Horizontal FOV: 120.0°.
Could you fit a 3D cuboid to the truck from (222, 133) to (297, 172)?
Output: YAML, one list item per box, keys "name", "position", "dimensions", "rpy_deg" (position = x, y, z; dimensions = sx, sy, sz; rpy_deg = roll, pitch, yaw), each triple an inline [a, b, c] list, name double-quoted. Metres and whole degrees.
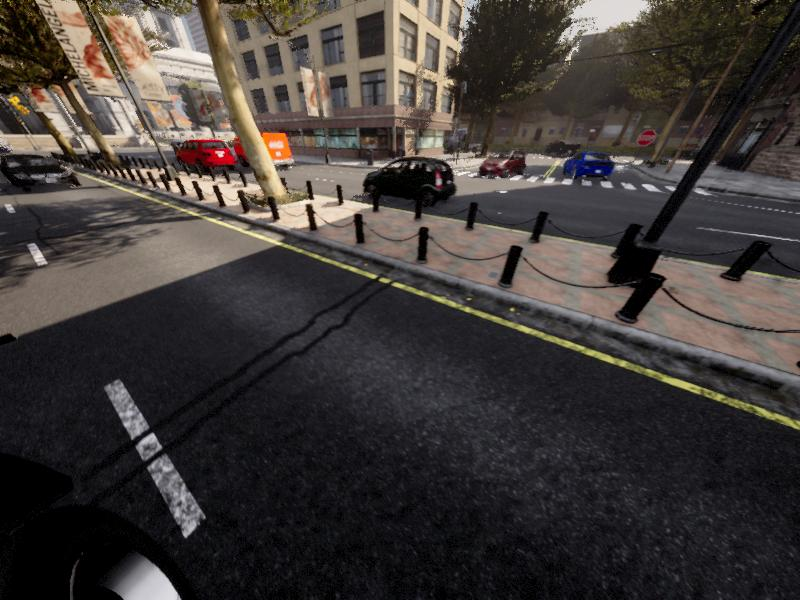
- name: "truck"
  position: [-11.701, -12.467, 19.345]
  dimensions: [5.204, 2.467, 2.627]
  rpy_deg: [21, 40, 27]

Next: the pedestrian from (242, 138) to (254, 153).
- name: "pedestrian"
  position: [-23.219, -23.555, 35.193]
  dimensions: [0.751, 1.860, 0.751]
  rpy_deg: [23, 41, 29]

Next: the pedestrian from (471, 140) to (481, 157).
- name: "pedestrian"
  position: [9.883, -19.709, 30.046]
  dimensions: [0.751, 1.860, 0.751]
  rpy_deg: [24, 42, 30]

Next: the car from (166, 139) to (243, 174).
- name: "car"
  position: [-15.166, -11.210, 17.897]
  dimensions: [5.566, 2.045, 2.150]
  rpy_deg: [21, 40, 27]

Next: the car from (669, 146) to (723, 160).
- name: "car"
  position: [40.935, -20.480, 32.163]
  dimensions: [4.181, 1.385, 1.994]
  rpy_deg: [22, 41, 28]

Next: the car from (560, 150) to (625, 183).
- name: "car"
  position: [12.928, -9.348, 15.960]
  dimensions: [1.882, 1.535, 5.008]
  rpy_deg: [11, 37, 15]

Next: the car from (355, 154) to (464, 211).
- name: "car"
  position: [0.322, -5.106, 9.764]
  dimensions: [3.988, 1.617, 1.851]
  rpy_deg: [21, 40, 26]

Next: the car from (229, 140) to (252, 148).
- name: "car"
  position: [-38.419, -37.590, 55.572]
  dimensions: [1.970, 1.475, 3.806]
  rpy_deg: [21, 40, 27]

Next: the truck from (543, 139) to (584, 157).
- name: "truck"
  position: [24.795, -23.326, 35.414]
  dimensions: [2.390, 2.098, 6.274]
  rpy_deg: [5, 35, 5]

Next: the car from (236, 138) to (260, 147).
- name: "car"
  position: [-35.386, -36.833, 53.957]
  dimensions: [1.851, 1.617, 3.988]
  rpy_deg: [21, 40, 27]

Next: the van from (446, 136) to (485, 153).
- name: "van"
  position: [12.251, -29.457, 43.713]
  dimensions: [6.366, 2.431, 2.351]
  rpy_deg: [21, 40, 26]

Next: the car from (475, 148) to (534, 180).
- name: "car"
  position: [7.424, -9.715, 16.370]
  dimensions: [3.988, 1.617, 1.851]
  rpy_deg: [-27, 44, -33]

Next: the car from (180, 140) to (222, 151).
- name: "car"
  position: [-36.440, -28.393, 42.431]
  dimensions: [1.930, 1.638, 5.238]
  rpy_deg: [20, 40, 26]

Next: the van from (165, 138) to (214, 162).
- name: "van"
  position: [-23.380, -16.759, 25.699]
  dimensions: [4.480, 2.038, 2.069]
  rpy_deg: [21, 40, 27]

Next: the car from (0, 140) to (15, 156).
- name: "car"
  position: [-52.077, -18.514, 28.269]
  dimensions: [2.033, 1.649, 4.856]
  rpy_deg: [21, 40, 27]

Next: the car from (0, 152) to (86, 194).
- name: "car"
  position: [-18.729, -6.624, 11.881]
  dimensions: [4.674, 1.442, 1.812]
  rpy_deg: [19, 39, 24]
